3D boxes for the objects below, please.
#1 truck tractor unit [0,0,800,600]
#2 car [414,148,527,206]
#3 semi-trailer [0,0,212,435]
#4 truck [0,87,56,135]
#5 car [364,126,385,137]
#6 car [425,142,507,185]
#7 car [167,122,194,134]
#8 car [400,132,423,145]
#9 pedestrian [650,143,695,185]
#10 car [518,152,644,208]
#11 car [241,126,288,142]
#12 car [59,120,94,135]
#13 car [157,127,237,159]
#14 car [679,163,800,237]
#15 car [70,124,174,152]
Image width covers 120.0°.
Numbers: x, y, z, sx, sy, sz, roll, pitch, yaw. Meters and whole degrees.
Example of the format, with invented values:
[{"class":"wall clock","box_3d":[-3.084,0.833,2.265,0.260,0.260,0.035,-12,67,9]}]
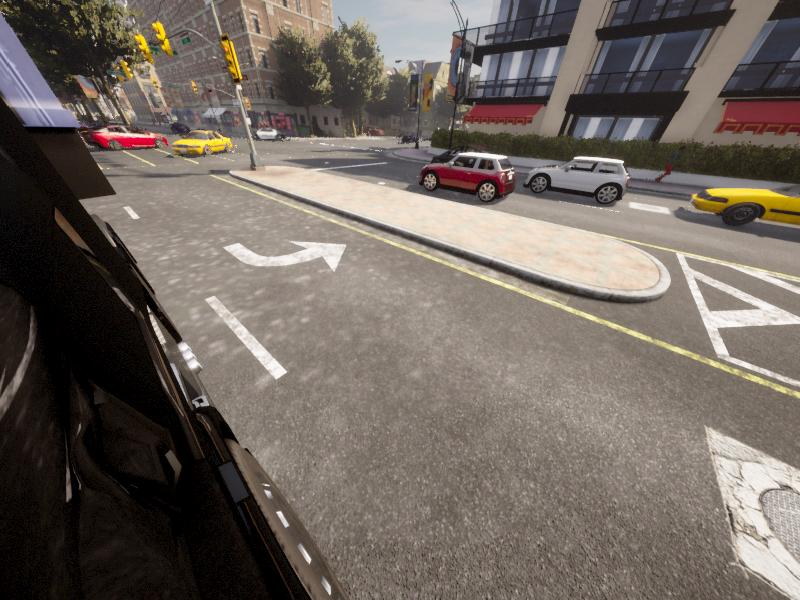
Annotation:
[{"class":"truck tractor unit","box_3d":[-2.645,-0.295,0.351,6.516,4.208,3.053,28,44,30]},{"class":"car","box_3d":[2.758,-5.249,9.597,3.806,1.475,1.970,28,43,29]},{"class":"semi-trailer","box_3d":[-9.457,-2.940,3.285,14.254,4.402,2.717,19,40,20]},{"class":"truck","box_3d":[-42.461,-20.964,25.775,8.468,3.827,2.891,28,43,29]},{"class":"car","box_3d":[-6.462,-42.554,58.374,5.566,2.045,2.150,29,44,30]},{"class":"car","box_3d":[3.489,-7.614,12.738,3.705,1.549,1.789,28,43,29]},{"class":"car","box_3d":[-35.981,-28.221,37.867,4.674,1.442,1.812,27,43,29]},{"class":"car","box_3d":[1.941,-26.533,37.935,1.845,1.501,3.633,27,43,29]},{"class":"pedestrian","box_3d":[14.952,-7.502,12.762,0.751,1.860,0.751,27,43,29]},{"class":"car","box_3d":[7.679,-5.387,10.093,3.806,1.475,1.970,28,44,30]},{"class":"car","box_3d":[-17.919,-22.148,30.821,4.974,1.542,2.038,-9,38,-15]},{"class":"car","box_3d":[-39.824,-21.266,28.456,4.718,1.301,1.895,28,43,29]},{"class":"car","box_3d":[-14.197,-11.432,16.699,1.801,1.575,5.366,-2,37,-7]},{"class":"car","box_3d":[12.686,-2.809,6.879,5.366,1.575,1.801,28,43,29]},{"class":"car","box_3d":[-20.820,-12.428,17.657,2.007,1.525,4.514,13,38,14]}]
